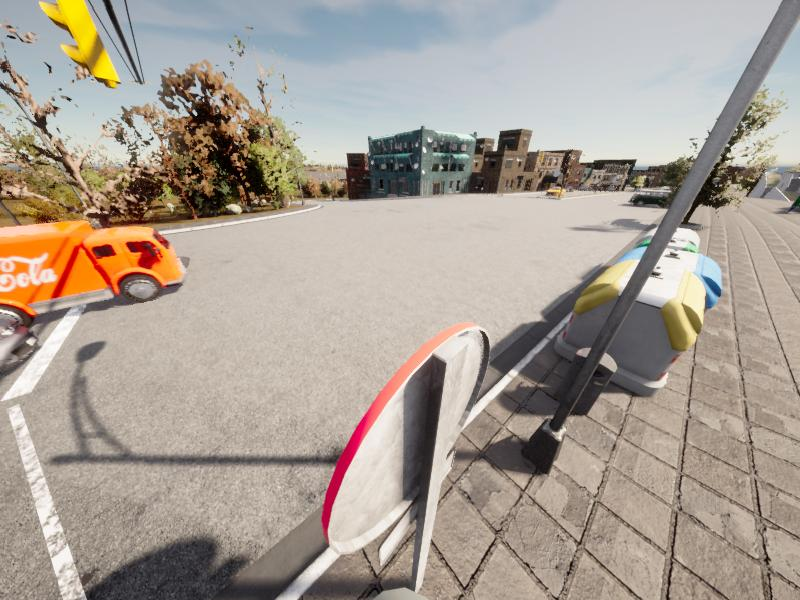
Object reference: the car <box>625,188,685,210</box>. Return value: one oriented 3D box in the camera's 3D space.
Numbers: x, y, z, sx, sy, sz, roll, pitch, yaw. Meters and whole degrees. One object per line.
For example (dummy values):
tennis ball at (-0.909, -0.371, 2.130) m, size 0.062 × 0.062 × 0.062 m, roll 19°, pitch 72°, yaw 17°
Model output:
car at (32.099, -12.864, 29.311) m, size 4.442 × 1.987 × 1.878 m, roll 17°, pitch 33°, yaw 25°

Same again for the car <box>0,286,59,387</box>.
car at (-9.954, 1.242, 4.192) m, size 3.633 × 1.501 × 1.845 m, roll -22°, pitch 37°, yaw -34°

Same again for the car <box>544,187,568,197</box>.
car at (29.044, -20.186, 42.979) m, size 5.008 × 1.535 × 1.882 m, roll -21°, pitch 36°, yaw -35°

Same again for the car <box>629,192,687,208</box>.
car at (34.472, -13.468, 31.109) m, size 4.674 × 1.452 × 2.002 m, roll 17°, pitch 32°, yaw 25°

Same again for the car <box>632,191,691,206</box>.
car at (38.872, -15.281, 34.580) m, size 5.366 × 1.575 × 1.946 m, roll 17°, pitch 33°, yaw 25°

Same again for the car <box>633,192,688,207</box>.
car at (36.754, -14.328, 32.812) m, size 4.674 × 1.452 × 2.002 m, roll 17°, pitch 33°, yaw 25°

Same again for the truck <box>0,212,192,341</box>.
truck at (-10.316, -0.945, 7.105) m, size 5.204 × 2.467 × 2.627 m, roll -23°, pitch 37°, yaw -34°
